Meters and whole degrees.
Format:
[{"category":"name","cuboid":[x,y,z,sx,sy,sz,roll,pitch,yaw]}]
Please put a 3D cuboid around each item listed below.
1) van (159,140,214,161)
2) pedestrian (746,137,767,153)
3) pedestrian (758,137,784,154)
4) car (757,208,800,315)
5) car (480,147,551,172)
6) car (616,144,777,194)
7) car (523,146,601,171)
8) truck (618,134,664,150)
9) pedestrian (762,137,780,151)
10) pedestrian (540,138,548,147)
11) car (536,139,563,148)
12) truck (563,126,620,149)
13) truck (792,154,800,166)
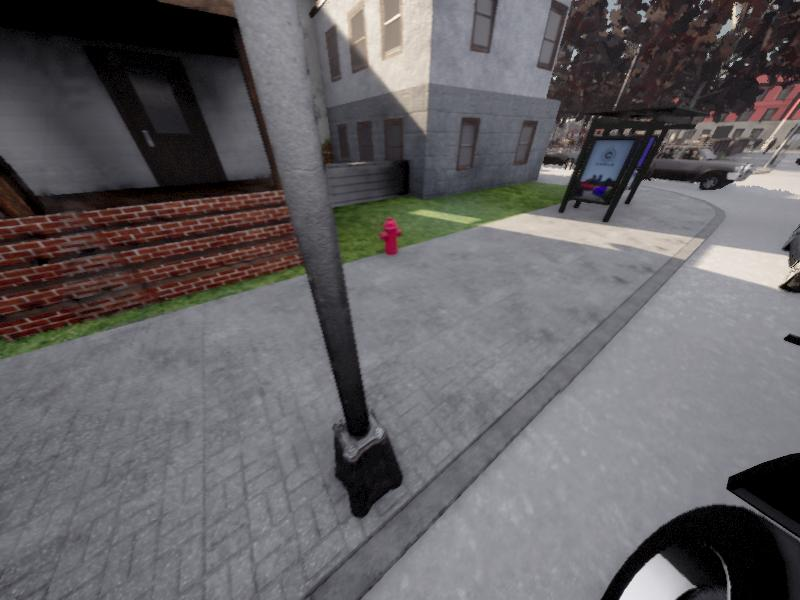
[{"category":"van","cuboid":[-26.529,-18.763,28.941,4.480,2.038,2.069,-21,40,-28]},{"category":"pedestrian","cuboid":[50.762,-22.051,32.903,0.751,1.860,0.751,-23,41,-29]},{"category":"pedestrian","cuboid":[49.063,-20.397,30.574,0.751,1.860,0.751,-1,35,-2]},{"category":"car","cuboid":[8.476,-0.915,3.821,4.902,1.511,2.128,-23,41,-28]},{"category":"car","cuboid":[9.448,-11.929,19.439,1.837,1.490,4.892,-22,41,-28]},{"category":"car","cuboid":[15.075,-7.123,12.246,1.932,1.855,4.605,-16,38,-22]},{"category":"car","cuboid":[13.778,-12.371,20.016,2.128,1.511,4.902,-22,41,-28]},{"category":"truck","cuboid":[47.125,-30.996,45.306,2.627,2.467,5.204,-23,41,-28]},{"category":"pedestrian","cuboid":[61.399,-25.887,38.251,0.751,1.860,0.751,-25,42,-30]},{"category":"pedestrian","cuboid":[33.784,-36.983,54.211,0.751,1.860,0.751,-23,41,-28]},{"category":"car","cuboid":[37.006,-38.973,57.434,2.152,1.651,5.027,-22,41,-28]},{"category":"truck","cuboid":[41.878,-35.859,51.069,2.891,3.827,8.468,-22,41,-28]},{"category":"truck","cuboid":[37.389,-13.062,19.966,5.204,2.467,2.627,-22,41,-28]}]
